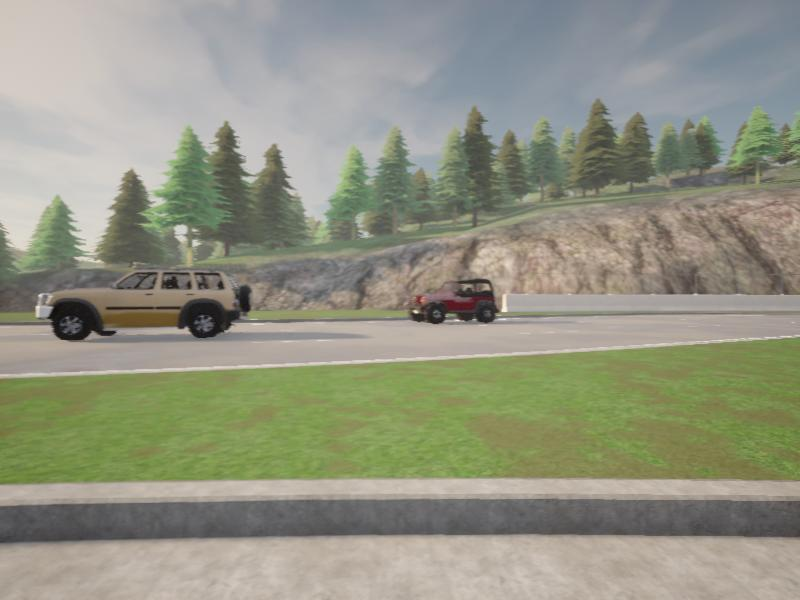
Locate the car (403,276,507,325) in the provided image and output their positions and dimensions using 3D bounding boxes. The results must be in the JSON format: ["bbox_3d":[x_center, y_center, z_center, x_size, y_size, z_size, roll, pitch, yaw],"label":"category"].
[{"bbox_3d":[2.290,0.023,16.832,3.866,1.878,1.905,0,0,-22],"label":"car"}]

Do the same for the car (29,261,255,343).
[{"bbox_3d":[-6.358,0.034,10.504,4.605,1.855,1.932,0,0,-14],"label":"car"}]
